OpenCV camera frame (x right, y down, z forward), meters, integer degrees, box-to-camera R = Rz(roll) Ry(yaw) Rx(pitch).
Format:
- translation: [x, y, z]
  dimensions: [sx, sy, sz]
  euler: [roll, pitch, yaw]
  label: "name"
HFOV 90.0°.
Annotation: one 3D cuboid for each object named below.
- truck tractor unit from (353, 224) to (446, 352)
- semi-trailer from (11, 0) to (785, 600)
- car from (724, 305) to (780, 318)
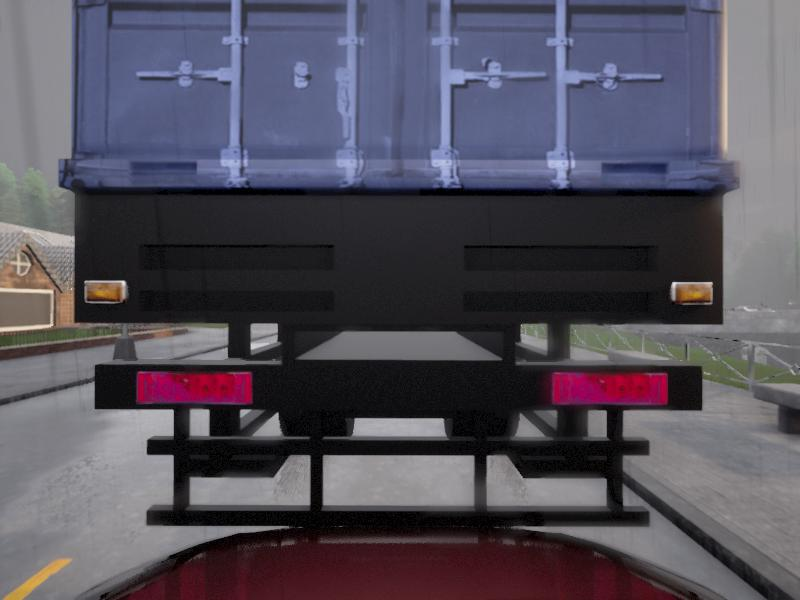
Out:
- translation: [-0.017, -0.385, 16.461]
  dimensions: [3.053, 4.208, 6.516]
  euler: [0, 0, 0]
  label: "truck tractor unit"
- translation: [-0.007, -0.554, 8.550]
  dimensions: [2.717, 4.402, 14.254]
  euler: [0, -1, 0]
  label: "semi-trailer"
- translation: [42.265, 1.351, 48.114]
  dimensions: [4.974, 1.542, 2.038]
  euler: [0, -1, 0]
  label: "car"
